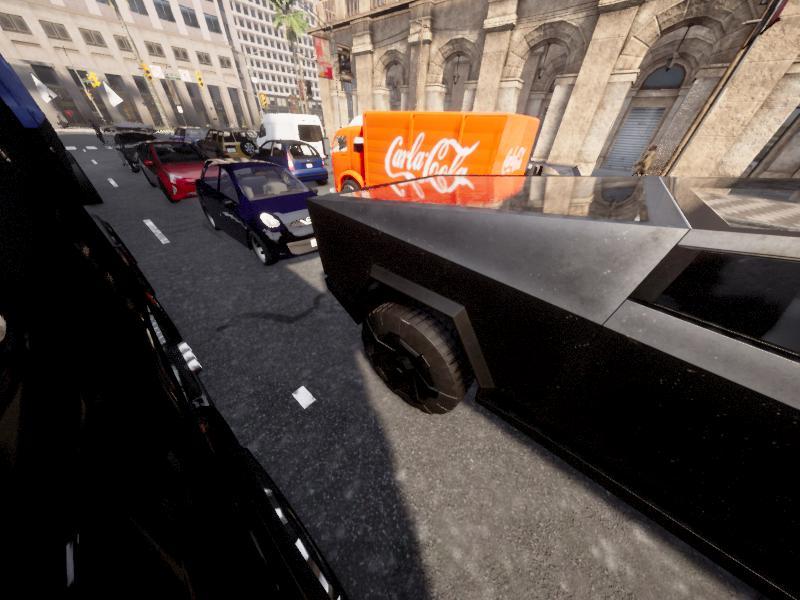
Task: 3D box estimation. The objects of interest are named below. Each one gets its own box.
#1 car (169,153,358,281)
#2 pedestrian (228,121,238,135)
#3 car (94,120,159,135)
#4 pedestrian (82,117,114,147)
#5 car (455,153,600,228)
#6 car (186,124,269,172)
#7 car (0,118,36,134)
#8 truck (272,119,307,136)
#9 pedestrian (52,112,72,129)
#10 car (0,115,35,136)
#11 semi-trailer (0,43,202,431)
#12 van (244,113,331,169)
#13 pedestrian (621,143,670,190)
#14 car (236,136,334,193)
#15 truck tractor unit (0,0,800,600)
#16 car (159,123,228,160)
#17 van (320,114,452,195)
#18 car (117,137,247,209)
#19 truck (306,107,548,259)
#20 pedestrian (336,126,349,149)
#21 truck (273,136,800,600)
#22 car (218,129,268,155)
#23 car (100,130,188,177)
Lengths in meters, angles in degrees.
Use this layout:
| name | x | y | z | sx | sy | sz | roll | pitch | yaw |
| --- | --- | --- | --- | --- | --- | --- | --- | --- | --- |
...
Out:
| name | x | y | z | sx | sy | sz | roll | pitch | yaw |
| --- | --- | --- | --- | --- | --- | --- | --- | --- | --- |
| car | -2.883 | -2.078 | 4.960 | 3.633 | 1.501 | 1.845 | 28 | 44 | 30 |
| pedestrian | -29.349 | -30.251 | 40.607 | 0.751 | 1.860 | 0.751 | -17 | 41 | -24 |
| car | -36.361 | -23.015 | 30.929 | 2.033 | 1.411 | 5.357 | 28 | 44 | 30 |
| pedestrian | -23.798 | -13.239 | 18.233 | 0.751 | 1.860 | 0.751 | 31 | 45 | 32 |
| car | 4.038 | -3.861 | 7.778 | 3.633 | 1.501 | 1.845 | 28 | 44 | 30 |
| car | -9.753 | -8.677 | 13.051 | 4.605 | 1.855 | 1.932 | 28 | 44 | 30 |
| car | -42.910 | -18.606 | 24.647 | 1.994 | 1.385 | 4.181 | 28 | 44 | 30 |
| truck | -21.370 | -33.508 | 44.989 | 2.627 | 2.467 | 5.204 | 28 | 44 | 30 |
| pedestrian | -46.682 | -24.738 | 31.894 | 0.751 | 1.860 | 0.751 | 28 | 44 | 30 |
| car | -40.575 | -17.045 | 22.481 | 1.930 | 1.638 | 5.238 | 28 | 44 | 30 |
| semi-trailer | -8.694 | -3.610 | 4.228 | 14.254 | 4.402 | 2.717 | 28 | 44 | 30 |
| van | -7.283 | -10.371 | 14.919 | 5.915 | 2.561 | 1.988 | 28 | 44 | 30 |
| pedestrian | 11.704 | -6.391 | 11.072 | 0.751 | 1.860 | 0.751 | -28 | 47 | -34 |
| car | -4.978 | -5.994 | 9.994 | 3.988 | 1.617 | 1.851 | 28 | 44 | 30 |
| truck tractor unit | -2.645 | -0.295 | 0.351 | 6.516 | 4.208 | 3.053 | 28 | 44 | 30 |
| car | -14.384 | -11.117 | 16.087 | 4.553 | 1.767 | 2.097 | 28 | 44 | 30 |
| van | -0.890 | -6.926 | 10.719 | 5.915 | 2.561 | 1.988 | 28 | 44 | 30 |
| car | -7.662 | -4.660 | 8.110 | 4.514 | 1.525 | 2.007 | 28 | 44 | 30 |
| truck | 0.350 | -3.478 | 6.247 | 5.204 | 2.467 | 2.627 | 28 | 44 | 30 |
| pedestrian | -5.738 | -16.161 | 23.021 | 0.751 | 1.860 | 0.751 | 24 | 42 | 26 |
| truck | 2.231 | 0.433 | 1.454 | 6.274 | 2.098 | 2.390 | 28 | 44 | 30 |
| car | -12.781 | -12.898 | 18.788 | 3.633 | 1.501 | 1.845 | 29 | 44 | 30 |
| car | -12.773 | -7.423 | 11.503 | 4.892 | 1.490 | 1.837 | 29 | 44 | 30 |
